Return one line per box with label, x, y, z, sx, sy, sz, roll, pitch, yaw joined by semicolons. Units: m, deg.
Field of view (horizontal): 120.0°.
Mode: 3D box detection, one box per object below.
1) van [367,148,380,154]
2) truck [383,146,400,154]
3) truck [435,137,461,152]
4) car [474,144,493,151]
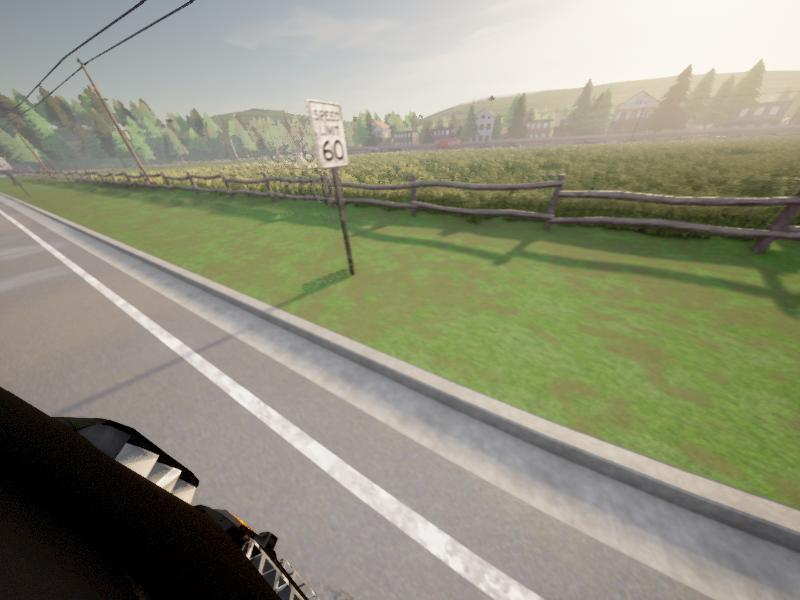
van;-10.444;-58.782;91.129;4.480;2.038;2.069;16;38;26
truck;-3.202;-58.949;90.769;6.274;2.098;2.390;16;38;26
truck;17.058;-55.999;83.248;8.468;3.827;2.891;16;38;26
car;26.084;-47.959;72.474;5.238;1.638;1.930;16;38;26
